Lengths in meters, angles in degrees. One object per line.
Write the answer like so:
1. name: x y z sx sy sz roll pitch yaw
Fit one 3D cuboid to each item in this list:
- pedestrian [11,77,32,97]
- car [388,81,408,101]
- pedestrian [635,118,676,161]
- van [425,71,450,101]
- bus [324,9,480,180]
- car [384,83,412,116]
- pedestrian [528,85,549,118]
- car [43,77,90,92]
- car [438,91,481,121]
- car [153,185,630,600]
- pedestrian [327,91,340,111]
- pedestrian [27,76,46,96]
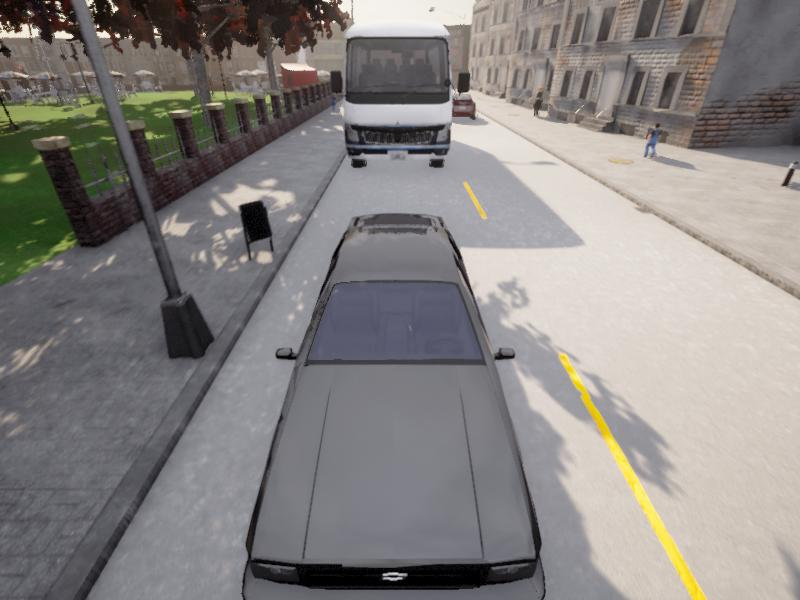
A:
1. pedestrian: -40.141 -22.595 42.412 0.751 1.860 0.751 -1 30 -2
2. car: -0.171 -21.478 41.017 1.930 1.638 5.238 0 30 0
3. pedestrian: 9.050 -5.725 14.220 0.751 1.300 0.751 8 31 13
4. van: 3.806 -22.385 41.679 1.988 2.561 5.915 0 30 0
5. bus: 0.039 -8.099 15.604 3.944 4.253 10.273 0 30 0
6. car: -0.140 -14.517 28.889 1.905 1.878 3.866 0 30 0
7. pedestrian: 8.806 -12.662 25.506 0.751 1.860 0.751 -2 30 -3
8. car: -48.173 -31.183 57.841 4.553 1.767 2.097 0 30 0
9. car: 3.871 -13.082 26.848 2.163 1.488 4.792 0 30 0
10. car: -0.038 0.138 4.370 2.033 1.411 5.357 0 30 0
11. pedestrian: -4.916 -14.767 29.643 0.751 1.300 0.751 0 30 0
12. pedestrian: -40.088 -23.606 44.137 0.751 1.860 0.751 0 30 0
